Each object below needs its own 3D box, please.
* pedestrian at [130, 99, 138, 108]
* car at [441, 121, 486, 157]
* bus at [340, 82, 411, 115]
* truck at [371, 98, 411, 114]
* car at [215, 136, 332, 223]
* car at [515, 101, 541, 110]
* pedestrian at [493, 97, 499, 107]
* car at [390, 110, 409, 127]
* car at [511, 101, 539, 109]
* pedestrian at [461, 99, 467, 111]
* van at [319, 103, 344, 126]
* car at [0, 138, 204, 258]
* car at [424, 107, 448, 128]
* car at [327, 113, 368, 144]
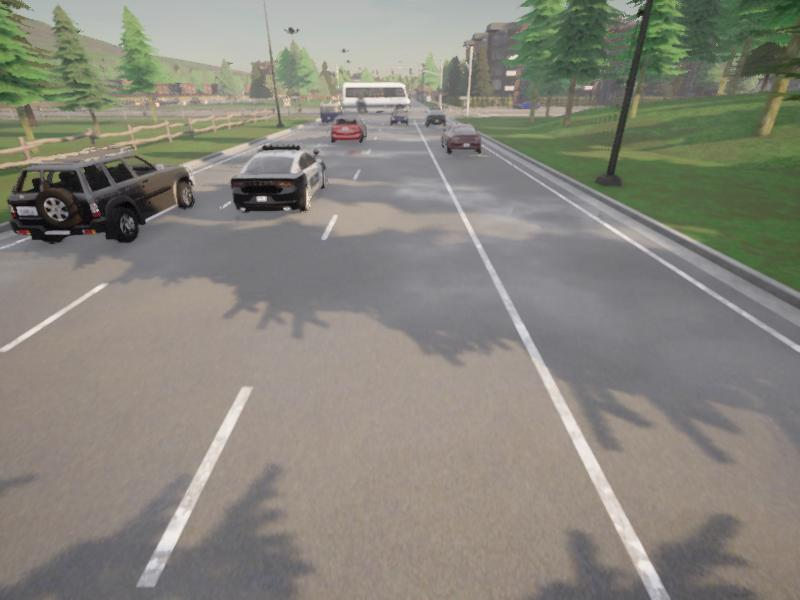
[{"bbox_3d":[-57.556,-42.505,86.489,0.751,1.860,0.751,4,28,9],"label":"pedestrian"},{"bbox_3d":[3.460,-9.253,22.754,1.812,1.442,4.674,0,27,0],"label":"car"},{"bbox_3d":[-3.487,-30.551,60.754,10.273,4.253,3.944,0,27,0],"label":"bus"},{"bbox_3d":[-1.338,-31.155,64.234,6.274,2.098,2.390,0,27,0],"label":"truck"},{"bbox_3d":[-3.523,-3.943,12.387,1.930,1.638,5.238,0,27,0],"label":"car"},{"bbox_3d":[23.823,-36.293,74.556,4.193,1.474,1.816,0,27,0],"label":"car"},{"bbox_3d":[20.035,-41.292,83.422,0.751,1.860,0.751,-1,27,-1],"label":"pedestrian"},{"bbox_3d":[-0.063,-18.701,41.131,1.895,1.301,4.718,0,27,0],"label":"car"},{"bbox_3d":[24.166,-37.832,77.706,4.718,1.301,1.895,0,27,0],"label":"car"},{"bbox_3d":[11.420,-34.726,71.198,0.751,1.860,0.751,-3,28,-4],"label":"pedestrian"},{"bbox_3d":[-7.064,-19.296,41.594,1.775,1.987,4.442,0,27,0],"label":"van"},{"bbox_3d":[-7.020,-2.759,9.884,1.932,1.855,4.605,0,27,0],"label":"car"},{"bbox_3d":[3.439,-17.960,39.297,1.930,1.638,5.238,0,27,0],"label":"car"},{"bbox_3d":[-3.547,-12.102,28.056,2.242,1.667,4.611,0,27,0],"label":"car"}]
